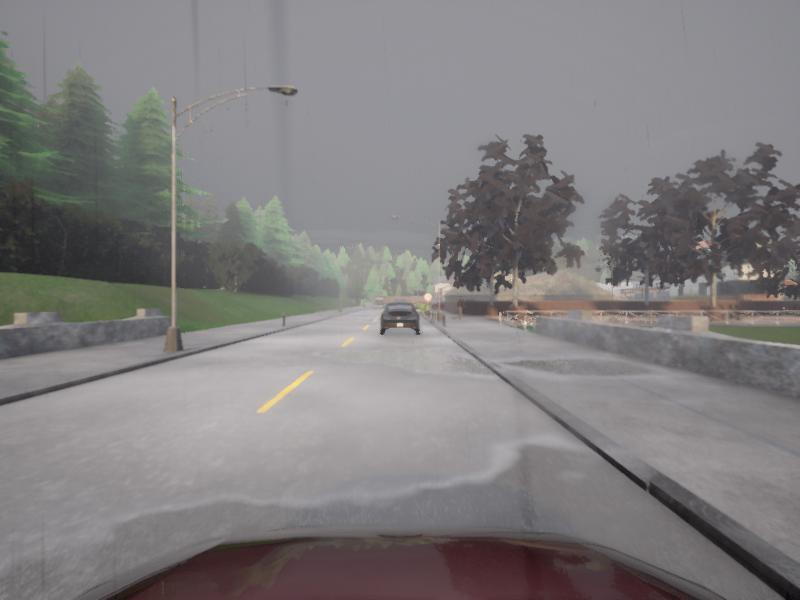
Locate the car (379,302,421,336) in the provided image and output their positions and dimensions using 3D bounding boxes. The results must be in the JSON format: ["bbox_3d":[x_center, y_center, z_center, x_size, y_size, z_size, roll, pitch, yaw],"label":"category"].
[{"bbox_3d":[0.001,0.854,20.065,1.837,1.490,4.892,0,0,0],"label":"car"}]

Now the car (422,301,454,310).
[{"bbox_3d":[6.316,0.833,66.320,5.357,1.415,2.033,0,0,-40],"label":"car"}]

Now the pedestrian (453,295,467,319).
[{"bbox_3d":[4.690,0.549,31.260,0.751,1.860,0.751,0,0,-22],"label":"pedestrian"}]

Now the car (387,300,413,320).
[{"bbox_3d":[-0.001,0.798,34.701,2.152,1.651,5.027,0,0,0],"label":"car"}]
